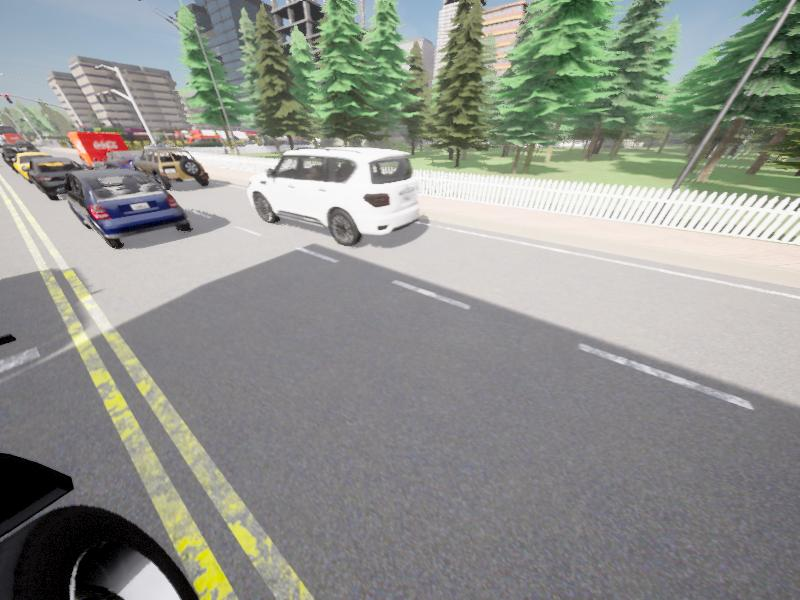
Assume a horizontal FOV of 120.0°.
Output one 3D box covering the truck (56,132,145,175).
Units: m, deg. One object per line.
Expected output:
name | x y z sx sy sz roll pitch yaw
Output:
truck | -22.943 -11.379 17.763 5.204 2.467 2.627 21 40 27

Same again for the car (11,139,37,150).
car | -75.496 -31.314 46.407 5.238 1.638 1.930 21 40 27

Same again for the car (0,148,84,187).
car | -21.124 -7.894 13.599 5.366 1.575 1.801 21 40 27

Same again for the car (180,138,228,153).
car | -33.190 -26.393 39.381 2.150 2.045 5.566 20 40 26

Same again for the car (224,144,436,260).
car | -2.063 -3.150 6.600 5.566 2.045 2.150 21 40 27

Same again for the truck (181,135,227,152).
truck | -35.320 -28.406 41.867 2.627 2.467 5.204 20 39 26

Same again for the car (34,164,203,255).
car | -7.602 -2.674 6.297 3.705 1.549 1.789 20 40 27

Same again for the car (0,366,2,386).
car | -6.523 0.189 2.316 3.806 1.475 1.970 21 40 27

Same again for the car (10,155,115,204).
car | -15.307 -5.606 10.485 4.193 1.474 1.816 21 40 27

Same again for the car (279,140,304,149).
car | -25.669 -36.882 54.684 2.033 1.649 4.856 20 40 26

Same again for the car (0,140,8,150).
car | -77.079 -29.430 43.880 4.514 1.525 2.007 21 40 27

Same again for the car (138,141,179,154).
car | -38.997 -24.784 37.433 1.851 1.617 3.988 22 40 27

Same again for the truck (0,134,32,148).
truck | -87.302 -36.210 52.550 5.204 2.467 2.627 21 40 27

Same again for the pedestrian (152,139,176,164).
pedestrian | -21.799 -13.748 21.360 0.751 1.860 0.751 22 41 28

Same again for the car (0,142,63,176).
car | -26.991 -10.281 16.686 4.605 1.855 1.932 21 40 27

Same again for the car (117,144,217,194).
car | -12.191 -6.989 12.121 4.605 1.855 1.932 21 40 27

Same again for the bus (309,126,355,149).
bus | -16.079 -39.255 55.857 3.944 4.253 10.273 20 40 26

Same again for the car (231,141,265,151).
car | -29.227 -29.800 44.699 2.038 1.542 4.974 20 40 26

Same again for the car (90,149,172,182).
car | -17.632 -8.925 15.176 4.792 1.488 2.163 21 40 27
